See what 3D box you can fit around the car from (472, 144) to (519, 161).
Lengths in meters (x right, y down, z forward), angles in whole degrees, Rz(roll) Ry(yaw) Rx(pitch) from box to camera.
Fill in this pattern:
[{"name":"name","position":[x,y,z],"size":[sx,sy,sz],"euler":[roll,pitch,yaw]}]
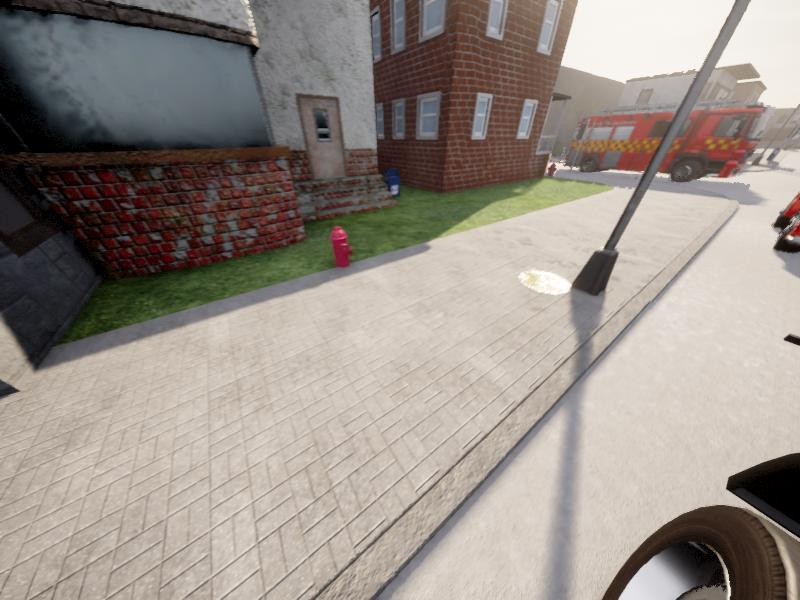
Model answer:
[{"name":"car","position":[11.076,-17.376,27.148],"size":[2.007,1.525,4.514],"euler":[-22,40,-28]}]

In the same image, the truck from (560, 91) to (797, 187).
[{"name":"truck","position":[16.024,-10.069,14.754],"size":[2.891,3.827,8.468],"euler":[-19,39,-25]}]

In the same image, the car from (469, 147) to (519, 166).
[{"name":"car","position":[9.411,-14.671,23.464],"size":[1.994,1.385,4.181],"euler":[-22,41,-28]}]

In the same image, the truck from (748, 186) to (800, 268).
[{"name":"truck","position":[10.799,-2.215,4.831],"size":[5.204,2.467,2.627],"euler":[-21,40,-27]}]
